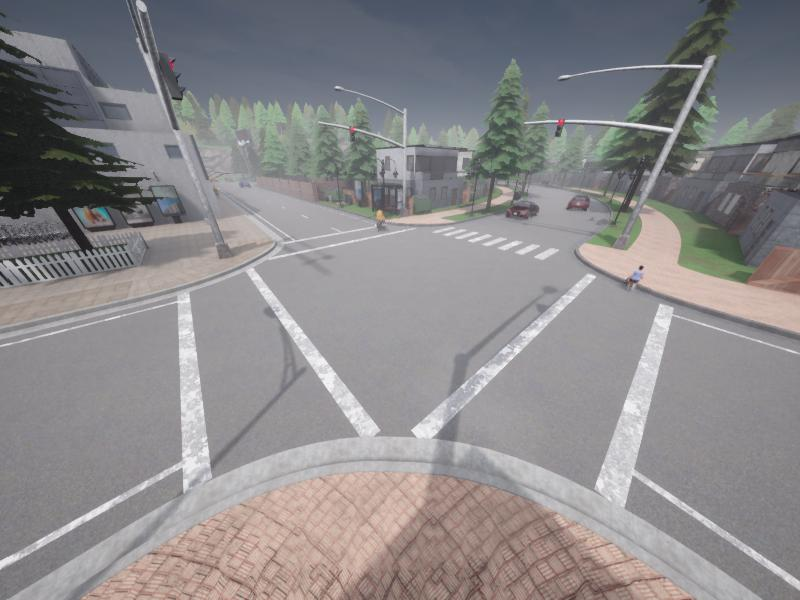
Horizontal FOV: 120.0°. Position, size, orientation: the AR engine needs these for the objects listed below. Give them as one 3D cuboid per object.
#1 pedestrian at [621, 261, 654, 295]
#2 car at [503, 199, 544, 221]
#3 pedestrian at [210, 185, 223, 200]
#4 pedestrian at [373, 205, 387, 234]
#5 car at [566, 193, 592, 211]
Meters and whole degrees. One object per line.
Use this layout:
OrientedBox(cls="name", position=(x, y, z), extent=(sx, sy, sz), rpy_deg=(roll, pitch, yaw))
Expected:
OrientedBox(cls="pedestrian", position=(9.077, -0.841, 8.875), extent=(0.500, 1.100, 0.500), rpy_deg=(20, 36, 31))
OrientedBox(cls="car", position=(12.001, -8.806, 22.412), extent=(1.994, 1.385, 4.181), rpy_deg=(25, 39, 37))
OrientedBox(cls="pedestrian", position=(-25.801, -15.104, 32.515), extent=(0.751, 1.860, 0.751), rpy_deg=(-23, 37, -34))
OrientedBox(cls="pedestrian", position=(-1.476, -5.881, 16.841), extent=(0.751, 1.860, 0.751), rpy_deg=(-12, 32, -19))
OrientedBox(cls="car", position=(21.077, -11.568, 27.197), extent=(1.994, 1.385, 4.181), rpy_deg=(19, 35, 30))
